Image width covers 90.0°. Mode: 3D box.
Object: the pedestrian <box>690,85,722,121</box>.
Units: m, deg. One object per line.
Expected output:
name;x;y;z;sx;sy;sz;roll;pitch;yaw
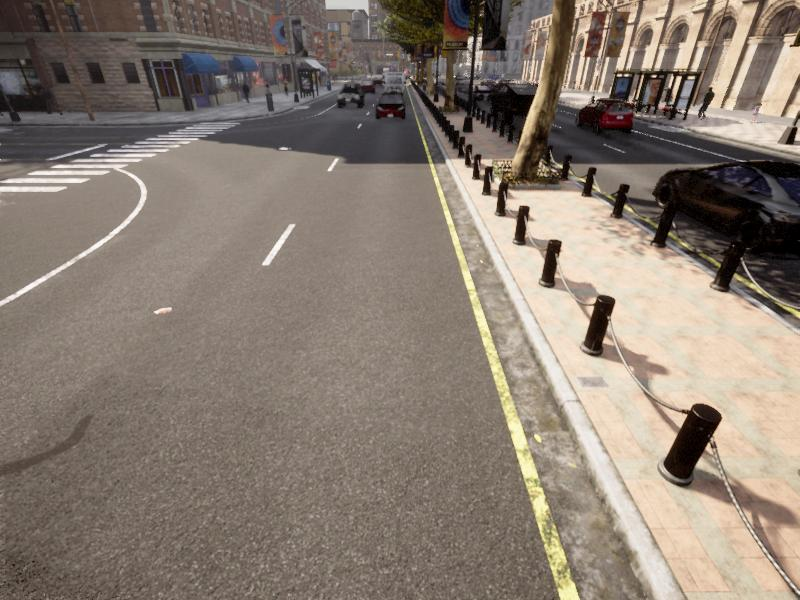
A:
pedestrian;18.360;-11.828;24.053;0.751;1.860;0.751;1;30;2

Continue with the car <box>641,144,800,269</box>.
car;7.359;-2.191;8.400;1.994;1.385;4.181;0;30;0

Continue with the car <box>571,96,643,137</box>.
car;10.847;-9.812;21.262;1.789;1.549;3.705;0;31;0

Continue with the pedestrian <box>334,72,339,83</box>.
pedestrian;-12.804;-44.960;80.718;0.751;1.860;0.751;-15;33;-23

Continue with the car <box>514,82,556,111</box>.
car;10.895;-16.635;32.589;1.905;1.878;3.866;0;30;0

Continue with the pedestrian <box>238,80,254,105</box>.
pedestrian;-13.041;-17.643;33.989;0.751;1.860;0.751;-1;30;-1

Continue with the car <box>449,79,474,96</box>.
car;7.413;-25.894;48.694;2.152;1.651;5.027;0;30;0

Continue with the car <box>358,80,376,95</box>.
car;-4.098;-26.632;50.038;1.882;1.535;5.008;0;30;0

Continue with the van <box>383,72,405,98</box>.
van;-0.602;-24.842;46.097;2.351;2.431;6.366;0;30;0

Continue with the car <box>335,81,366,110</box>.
car;-4.059;-17.079;33.354;1.932;1.855;4.605;0;31;1

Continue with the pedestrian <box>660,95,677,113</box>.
pedestrian;18.759;-13.692;27.993;0.500;1.100;0.500;-6;31;-10

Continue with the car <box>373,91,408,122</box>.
car;-0.592;-13.161;27.050;2.163;1.488;4.792;0;30;0

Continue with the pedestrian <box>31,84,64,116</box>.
pedestrian;-22.980;-13.051;26.129;0.751;1.860;0.751;-2;30;-3

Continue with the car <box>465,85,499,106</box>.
car;7.393;-18.731;36.552;2.128;1.511;4.902;0;30;0

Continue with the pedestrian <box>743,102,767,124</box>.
pedestrian;20.313;-10.720;22.910;0.500;1.100;0.500;-12;32;-20

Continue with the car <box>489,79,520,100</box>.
car;10.913;-22.169;42.057;1.932;1.855;4.605;0;29;0

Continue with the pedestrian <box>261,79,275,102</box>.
pedestrian;-12.082;-19.167;36.595;0.751;1.860;0.751;-2;30;-4

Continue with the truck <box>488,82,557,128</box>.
truck;7.362;-12.327;25.015;2.390;2.098;6.274;0;30;0

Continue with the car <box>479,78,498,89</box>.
car;14.161;-34.812;64.266;1.895;1.301;4.718;0;30;0

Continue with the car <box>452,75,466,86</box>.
car;10.919;-40.910;74.360;2.033;1.649;4.856;0;30;0

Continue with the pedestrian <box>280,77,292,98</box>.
pedestrian;-11.657;-21.674;40.885;0.751;1.860;0.751;-1;30;-2
